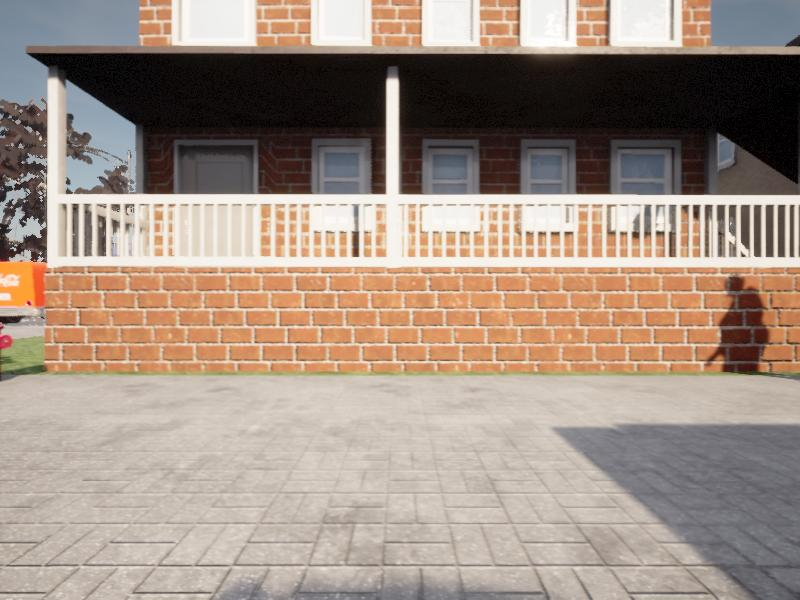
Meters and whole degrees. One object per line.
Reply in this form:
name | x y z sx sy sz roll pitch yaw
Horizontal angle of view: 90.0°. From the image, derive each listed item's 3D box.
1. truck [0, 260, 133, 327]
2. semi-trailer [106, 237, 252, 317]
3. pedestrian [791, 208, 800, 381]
truck | -14.745 -0.253 17.470 2.627 2.467 5.204 0 0 0
semi-trailer | -14.750 -1.233 29.035 2.717 4.402 14.254 0 0 0
pedestrian | 4.658 -0.062 4.005 0.751 1.860 0.751 0 0 2
